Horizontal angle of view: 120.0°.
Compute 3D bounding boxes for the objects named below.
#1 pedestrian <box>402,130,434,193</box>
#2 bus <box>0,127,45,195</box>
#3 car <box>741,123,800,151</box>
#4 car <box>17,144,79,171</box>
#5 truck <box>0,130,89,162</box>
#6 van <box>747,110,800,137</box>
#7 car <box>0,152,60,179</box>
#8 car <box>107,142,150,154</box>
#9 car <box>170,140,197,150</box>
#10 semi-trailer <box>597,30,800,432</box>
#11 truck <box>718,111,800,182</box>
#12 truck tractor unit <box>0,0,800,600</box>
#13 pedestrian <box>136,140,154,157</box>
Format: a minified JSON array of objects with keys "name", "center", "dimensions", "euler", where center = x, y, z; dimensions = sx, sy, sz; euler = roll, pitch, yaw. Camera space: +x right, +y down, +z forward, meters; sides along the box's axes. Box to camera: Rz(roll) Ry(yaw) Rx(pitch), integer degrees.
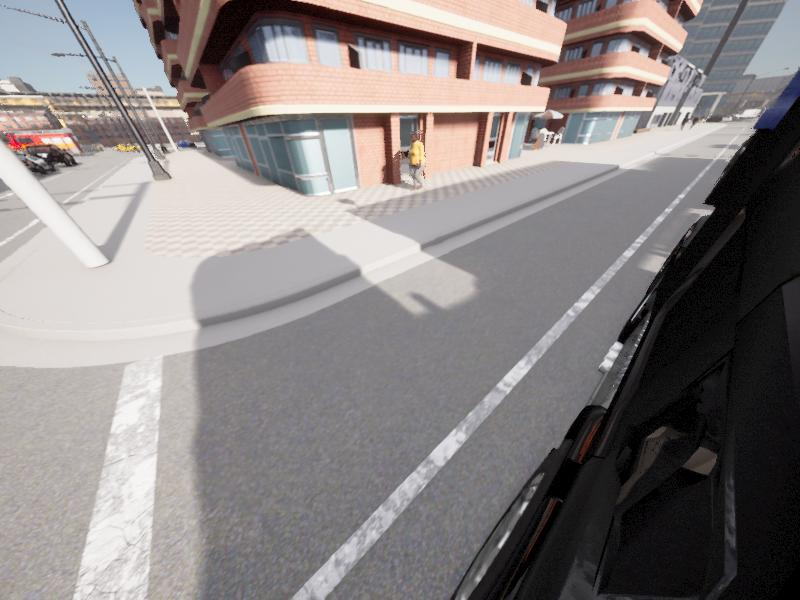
[{"name":"pedestrian","center":[0.642,-4.990,8.363],"dimensions":[0.751,1.860,0.751],"euler":[-26,43,-28]},{"name":"bus","center":[-25.139,-7.788,12.003],"dimensions":[3.944,4.253,10.273],"euler":[-28,44,-30]},{"name":"car","center":[26.047,-11.426,16.130],"dimensions":[4.181,1.385,1.994],"euler":[-28,44,-30]},{"name":"car","center":[-37.157,-15.329,24.621],"dimensions":[2.150,2.045,5.566],"euler":[-30,45,-32]},{"name":"truck","center":[-60.156,-25.988,38.739],"dimensions":[8.468,3.827,2.891],"euler":[-27,43,-29]},{"name":"van","center":[38.571,-18.281,23.940],"dimensions":[4.480,2.038,2.069],"euler":[-28,44,-30]},{"name":"car","center":[-32.037,-11.636,19.818],"dimensions":[2.038,1.542,4.974],"euler":[-29,44,-31]},{"name":"car","center":[-54.726,-30.810,46.724],"dimensions":[5.366,1.575,1.801],"euler":[-13,38,-13]},{"name":"car","center":[-45.161,-32.433,48.315],"dimensions":[3.806,1.475,1.970],"euler":[-28,44,-29]},{"name":"semi-trailer","center":[8.758,-3.567,4.163],"dimensions":[14.254,4.402,2.717],"euler":[-27,43,-29]},{"name":"truck","center":[16.552,-6.736,9.889],"dimensions":[6.274,2.098,2.390],"euler":[-27,43,-30]},{"name":"truck tractor unit","center":[2.645,-0.295,0.351],"dimensions":[6.516,4.208,3.053],"euler":[-28,44,-30]},{"name":"pedestrian","center":[-33.877,-20.129,30.684],"dimensions":[0.751,1.860,0.751],"euler":[26,45,32]}]
